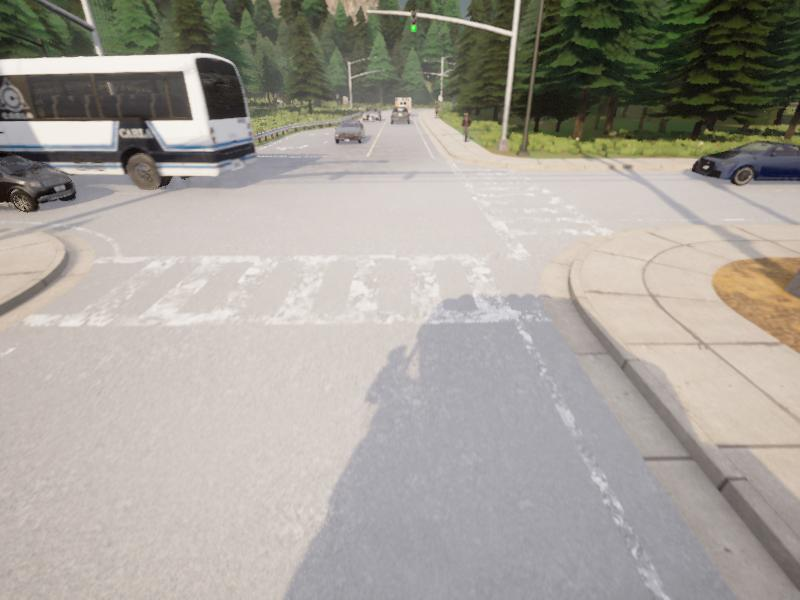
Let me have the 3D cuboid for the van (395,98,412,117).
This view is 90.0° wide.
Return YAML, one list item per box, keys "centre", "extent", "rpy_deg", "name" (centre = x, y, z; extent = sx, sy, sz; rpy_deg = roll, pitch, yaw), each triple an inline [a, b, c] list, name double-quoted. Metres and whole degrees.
- centre: [0.549, -29.177, 60.471]
  extent: [2.351, 2.431, 6.366]
  rpy_deg: [1, 27, 2]
  name: "van"

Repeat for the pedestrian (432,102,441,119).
- centre: [4.476, -23.288, 49.226]
  extent: [0.751, 1.860, 0.751]
  rpy_deg: [-10, 29, -18]
  name: "pedestrian"

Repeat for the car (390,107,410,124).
- centre: [0.068, -21.419, 46.258]
  extent: [2.242, 1.667, 4.611]
  rpy_deg: [0, 26, 1]
  name: "car"

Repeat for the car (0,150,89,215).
- centre: [-12.175, -3.613, 12.171]
  extent: [3.705, 1.549, 1.789]
  rpy_deg: [1, 27, 2]
  name: "car"

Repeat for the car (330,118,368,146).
- centre: [-3.519, -12.134, 28.649]
  extent: [2.033, 1.411, 5.357]
  rpy_deg: [0, 27, 0]
  name: "car"

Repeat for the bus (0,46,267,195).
- centre: [-11.018, -6.526, 14.840]
  extent: [10.273, 4.253, 3.944]
  rpy_deg: [3, 27, 7]
  name: "bus"

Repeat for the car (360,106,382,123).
- centre: [-3.391, -22.340, 48.124]
  extent: [2.242, 1.667, 4.611]
  rpy_deg: [0, 27, 1]
  name: "car"

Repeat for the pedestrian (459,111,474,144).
- centre: [4.158, -10.873, 25.174]
  extent: [0.751, 1.860, 0.751]
  rpy_deg: [2, 27, 5]
  name: "pedestrian"

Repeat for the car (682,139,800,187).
- centre: [13.459, -5.145, 14.891]
  extent: [4.181, 1.385, 1.994]
  rpy_deg: [0, 27, 1]
  name: "car"
